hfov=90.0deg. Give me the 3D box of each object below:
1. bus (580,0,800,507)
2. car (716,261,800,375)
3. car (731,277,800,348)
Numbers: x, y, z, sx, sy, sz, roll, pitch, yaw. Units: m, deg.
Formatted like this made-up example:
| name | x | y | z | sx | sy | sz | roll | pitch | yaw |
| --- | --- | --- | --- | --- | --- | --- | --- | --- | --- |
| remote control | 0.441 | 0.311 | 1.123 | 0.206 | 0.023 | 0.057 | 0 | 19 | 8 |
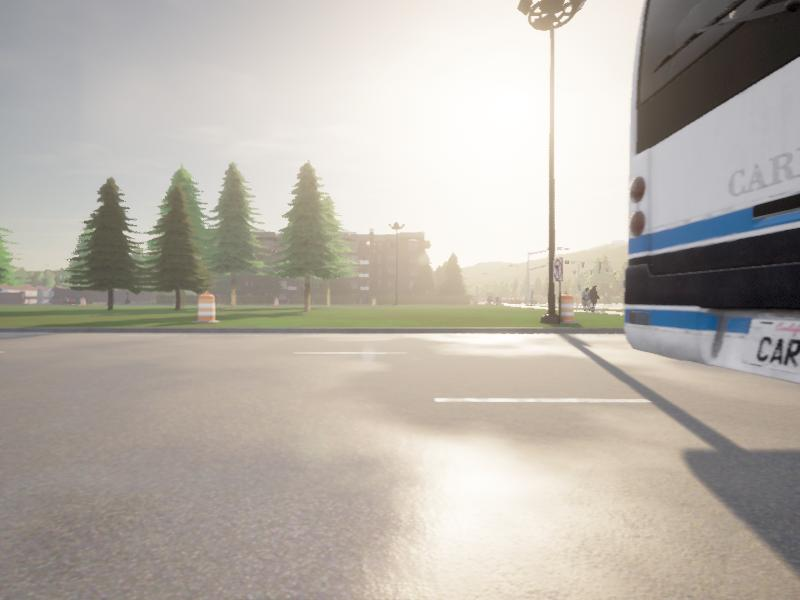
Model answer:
| name | x | y | z | sx | sy | sz | roll | pitch | yaw |
| --- | --- | --- | --- | --- | --- | --- | --- | --- | --- |
| bus | 7.058 | -1.129 | 2.276 | 10.273 | 4.253 | 3.944 | 0 | 0 | 0 |
| car | 7.772 | 0.241 | 5.666 | 4.902 | 1.511 | 2.128 | 0 | 0 | 1 |
| car | 10.406 | 0.262 | 9.133 | 4.193 | 1.474 | 1.816 | 0 | 0 | 0 |
